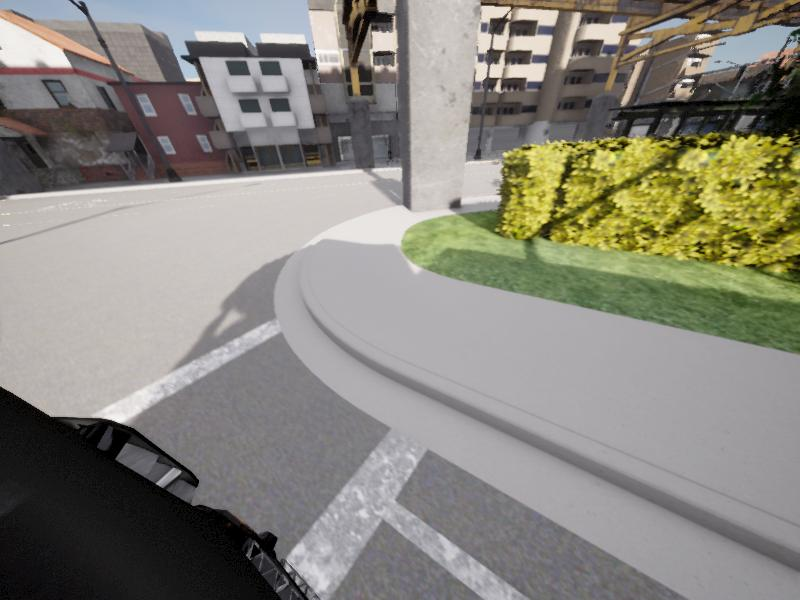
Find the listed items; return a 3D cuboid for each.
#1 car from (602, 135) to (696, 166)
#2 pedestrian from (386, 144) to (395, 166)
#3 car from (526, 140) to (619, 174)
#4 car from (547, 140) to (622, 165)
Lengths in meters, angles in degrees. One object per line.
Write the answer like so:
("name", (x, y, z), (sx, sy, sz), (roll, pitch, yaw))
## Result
("car", (18.821, -11.393, 17.600), (5.027, 1.651, 2.152), (-11, 35, -11))
("pedestrian", (-1.020, -15.486, 24.660), (0.751, 1.860, 0.751), (-11, 35, -12))
("car", (12.023, -10.159, 16.317), (5.238, 1.638, 1.930), (-11, 35, -11))
("car", (15.917, -12.852, 20.095), (4.792, 1.488, 2.163), (-10, 35, -11))
